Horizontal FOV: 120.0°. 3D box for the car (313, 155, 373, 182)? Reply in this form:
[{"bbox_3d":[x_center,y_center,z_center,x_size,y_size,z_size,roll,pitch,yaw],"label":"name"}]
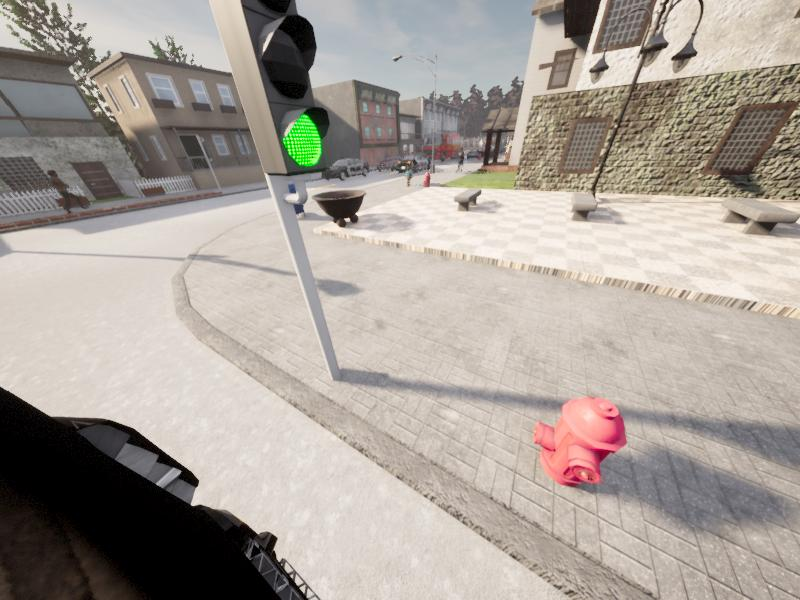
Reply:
[{"bbox_3d":[-4.765,-11.612,20.272,1.930,1.638,5.238,15,38,25],"label":"car"}]

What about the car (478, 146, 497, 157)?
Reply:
[{"bbox_3d":[16.247,-27.562,42.896,2.033,1.411,5.357,16,38,26],"label":"car"}]

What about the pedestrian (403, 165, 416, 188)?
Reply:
[{"bbox_3d":[0.555,-7.152,13.406,0.500,1.100,0.500,18,39,28],"label":"pedestrian"}]

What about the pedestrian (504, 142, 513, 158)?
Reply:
[{"bbox_3d":[15.658,-21.573,33.280,0.751,1.860,0.751,16,38,26],"label":"pedestrian"}]

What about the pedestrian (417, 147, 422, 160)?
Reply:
[{"bbox_3d":[3.354,-25.347,39.884,0.751,1.860,0.751,15,37,24],"label":"pedestrian"}]

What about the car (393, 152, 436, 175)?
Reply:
[{"bbox_3d":[1.534,-13.242,22.341,2.038,1.542,4.974,16,38,26],"label":"car"}]

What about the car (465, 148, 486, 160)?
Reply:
[{"bbox_3d":[12.256,-23.648,37.335,1.994,1.385,4.181,16,38,26],"label":"car"}]

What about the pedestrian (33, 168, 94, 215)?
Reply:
[{"bbox_3d":[-15.794,-5.118,10.909,0.751,1.860,0.751,16,38,26],"label":"pedestrian"}]

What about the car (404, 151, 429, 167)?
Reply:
[{"bbox_3d":[2.183,-18.260,29.824,1.789,1.549,3.705,16,38,26],"label":"car"}]

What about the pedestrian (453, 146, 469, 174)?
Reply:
[{"bbox_3d":[4.920,-11.303,18.646,0.751,1.860,0.751,23,41,33],"label":"pedestrian"}]

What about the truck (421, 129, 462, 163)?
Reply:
[{"bbox_3d":[6.456,-23.428,35.221,2.891,3.827,8.468,16,38,26],"label":"truck"}]

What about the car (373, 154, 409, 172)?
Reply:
[{"bbox_3d":[-0.862,-15.224,25.655,1.994,1.385,4.181,16,38,26],"label":"car"}]

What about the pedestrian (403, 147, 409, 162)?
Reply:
[{"bbox_3d":[0.932,-23.018,36.564,0.751,1.860,0.751,12,36,21],"label":"pedestrian"}]
